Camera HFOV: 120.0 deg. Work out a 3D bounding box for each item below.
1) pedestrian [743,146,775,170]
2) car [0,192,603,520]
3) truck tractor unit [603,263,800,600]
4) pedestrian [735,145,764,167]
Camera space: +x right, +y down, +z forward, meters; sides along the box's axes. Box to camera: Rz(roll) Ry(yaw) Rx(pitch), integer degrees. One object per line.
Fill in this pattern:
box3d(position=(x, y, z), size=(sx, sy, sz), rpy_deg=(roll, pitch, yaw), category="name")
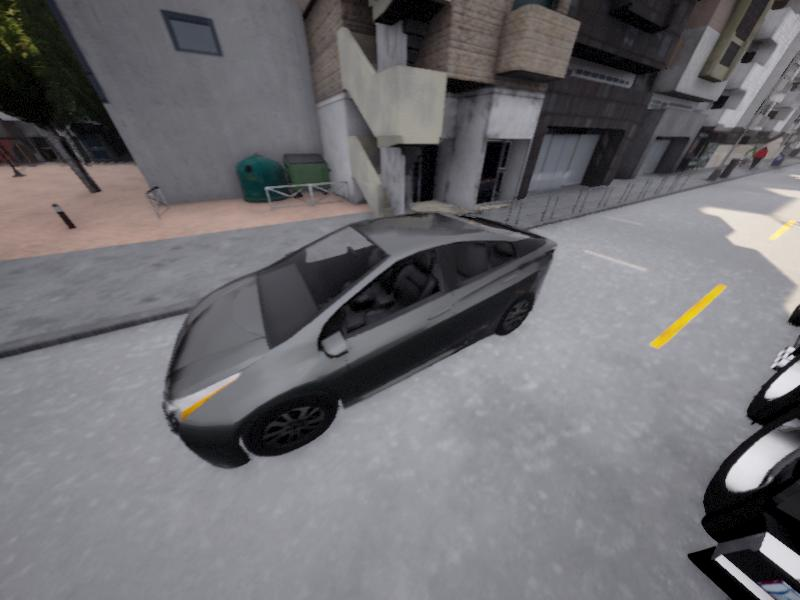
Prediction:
box3d(position=(33.578, -13.293, 21.617), size=(0.751, 1.860, 0.751), rpy_deg=(-20, 40, -27), category="pedestrian")
box3d(position=(-0.083, -0.155, 2.902), size=(4.514, 1.525, 2.007), rpy_deg=(-18, 39, -25), category="car")
box3d(position=(5.110, -0.298, 0.800), size=(6.516, 4.208, 3.053), rpy_deg=(-18, 38, -24), category="truck tractor unit")
box3d(position=(35.984, -14.808, 23.819), size=(0.751, 1.860, 0.751), rpy_deg=(-18, 39, -25), category="pedestrian")
